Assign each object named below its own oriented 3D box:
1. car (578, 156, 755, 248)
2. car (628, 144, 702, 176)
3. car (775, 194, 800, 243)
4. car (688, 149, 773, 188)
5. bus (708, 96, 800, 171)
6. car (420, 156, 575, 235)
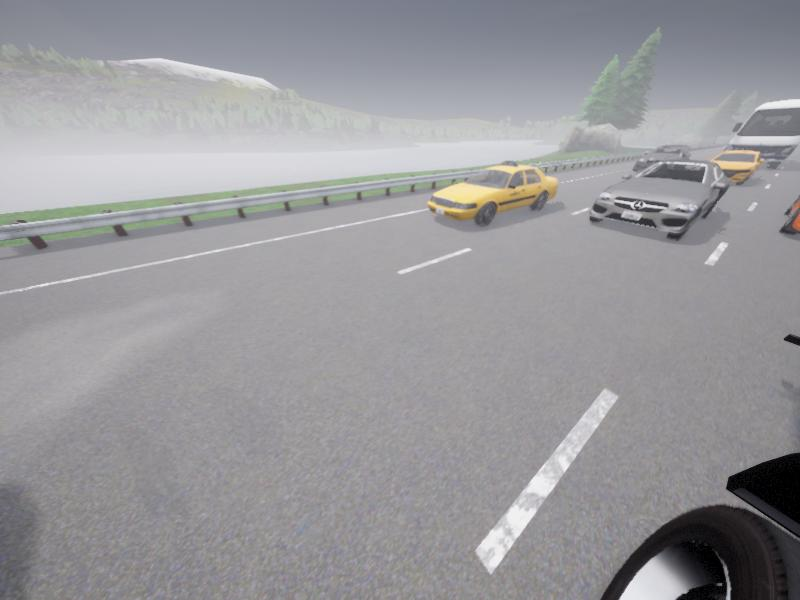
[{"bbox_3d":[8.156,-3.299,7.084,5.027,1.651,2.152,-22,41,-28],"label":"car"},{"bbox_3d":[19.371,-10.346,16.910,4.611,1.667,2.242,-22,41,-28],"label":"car"},{"bbox_3d":[12.306,-2.598,5.901,4.553,1.767,2.097,-22,41,-28],"label":"car"},{"bbox_3d":[18.902,-7.638,13.195,5.008,1.535,1.882,-22,41,-28],"label":"car"},{"bbox_3d":[31.065,-13.608,19.191,10.273,4.253,3.944,-21,40,-28],"label":"bus"},{"bbox_3d":[3.385,-3.805,7.880,5.366,1.575,1.801,-22,41,-28],"label":"car"}]
